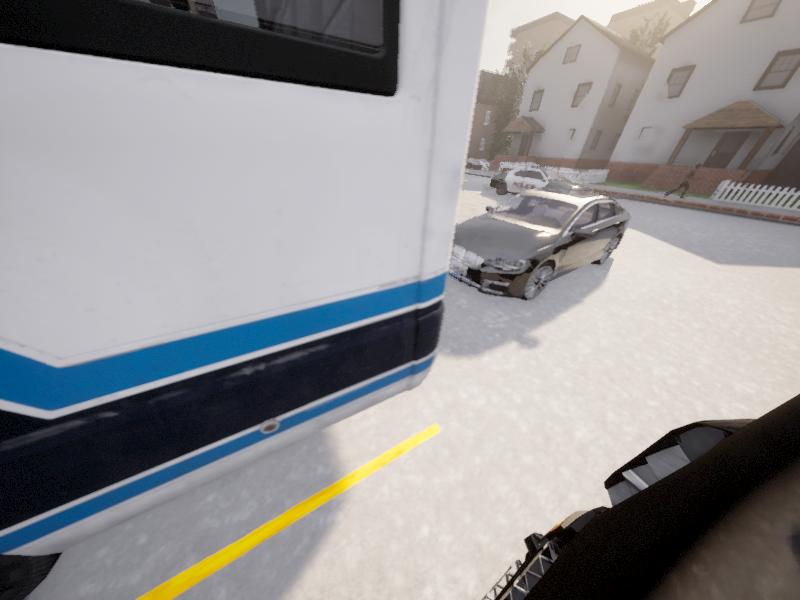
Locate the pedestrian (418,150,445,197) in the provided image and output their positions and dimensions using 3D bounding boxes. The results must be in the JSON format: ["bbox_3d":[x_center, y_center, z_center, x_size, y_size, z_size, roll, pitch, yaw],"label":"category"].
[{"bbox_3d":[1.478,-6.020,11.038,0.751,1.860,0.751,-16,38,-25],"label":"pedestrian"}]

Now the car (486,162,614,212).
[{"bbox_3d":[7.178,-5.955,11.834,2.038,1.542,4.974,-16,38,-25],"label":"car"}]

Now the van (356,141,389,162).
[{"bbox_3d":[-4.214,-22.481,34.960,2.351,2.431,6.366,-17,38,-26],"label":"van"}]

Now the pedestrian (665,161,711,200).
[{"bbox_3d":[16.164,-6.703,13.005,0.751,1.860,0.751,-17,38,-26],"label":"pedestrian"}]

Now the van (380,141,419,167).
[{"bbox_3d":[-0.241,-18.464,29.121,1.988,2.561,5.915,-16,38,-26],"label":"van"}]

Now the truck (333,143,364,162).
[{"bbox_3d":[-7.435,-21.156,33.070,2.390,2.098,6.274,-15,37,-24],"label":"truck"}]

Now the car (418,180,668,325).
[{"bbox_3d":[3.025,-1.459,4.873,4.902,1.511,2.128,-19,39,-28],"label":"car"}]
